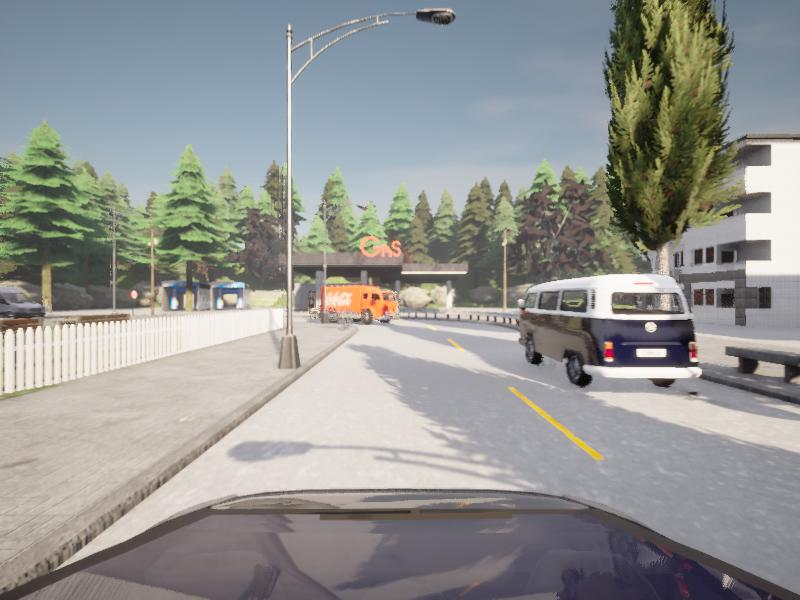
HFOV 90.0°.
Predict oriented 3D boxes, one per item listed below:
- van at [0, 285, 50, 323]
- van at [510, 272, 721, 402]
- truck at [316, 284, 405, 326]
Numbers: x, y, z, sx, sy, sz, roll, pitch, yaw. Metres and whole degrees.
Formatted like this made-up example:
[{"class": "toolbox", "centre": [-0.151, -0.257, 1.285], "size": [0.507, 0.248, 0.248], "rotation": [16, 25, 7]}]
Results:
[{"class": "van", "centre": [-28.614, 0.288, 28.297], "size": [5.915, 2.561, 1.988], "rotation": [0, 0, 0]}, {"class": "van", "centre": [4.000, 0.564, 8.516], "size": [2.069, 2.038, 4.480], "rotation": [0, 1, 0]}, {"class": "truck", "centre": [-2.600, 0.326, 25.895], "size": [5.204, 2.467, 2.627], "rotation": [0, -2, 35]}]
